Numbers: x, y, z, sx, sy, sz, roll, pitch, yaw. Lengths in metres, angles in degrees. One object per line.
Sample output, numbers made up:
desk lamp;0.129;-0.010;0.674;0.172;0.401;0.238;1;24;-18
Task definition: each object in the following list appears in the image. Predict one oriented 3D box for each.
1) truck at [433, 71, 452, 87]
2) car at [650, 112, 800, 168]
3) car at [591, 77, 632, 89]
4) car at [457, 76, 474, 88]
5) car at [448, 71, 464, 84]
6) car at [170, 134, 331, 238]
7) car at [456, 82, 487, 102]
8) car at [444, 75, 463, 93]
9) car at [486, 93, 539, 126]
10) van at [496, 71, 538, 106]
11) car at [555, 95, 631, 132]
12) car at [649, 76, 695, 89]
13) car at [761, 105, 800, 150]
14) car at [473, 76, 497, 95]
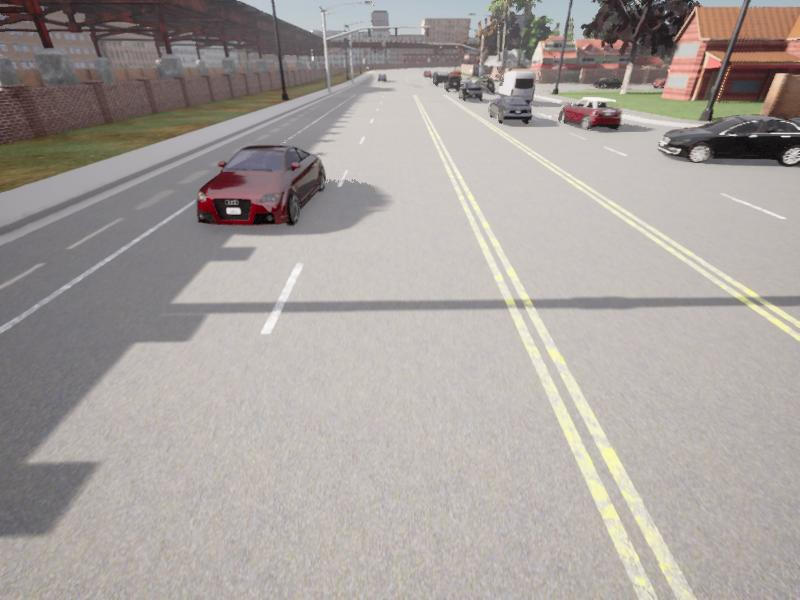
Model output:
truck;6.953;-36.584;66.234;2.390;2.098;6.274;0;30;0
car;12.164;-5.790;14.371;4.892;1.490;1.837;5;31;9
car;31.435;-32.232;59.458;4.892;1.490;1.837;-1;30;-1
car;10.456;-34.941;64.050;1.970;1.475;3.806;0;30;0
car;10.447;-41.991;75.427;2.150;2.045;5.566;0;31;0
car;-3.188;-2.946;9.646;1.994;1.385;4.181;2;30;4
car;6.973;-20.597;39.600;2.128;1.511;4.902;0;30;0
car;6.965;-28.384;52.504;1.905;1.878;3.866;0;31;0
car;6.841;-11.967;24.999;2.033;1.411;5.357;1;30;2
van;10.453;-19.212;36.222;1.988;2.561;5.915;0;30;0
car;10.684;-10.566;22.530;1.970;1.475;3.806;-4;31;-7
car;40.468;-32.407;59.625;5.027;1.651;2.152;-1;30;-1
car;18.165;-7.323;16.927;3.705;1.549;1.789;0;30;-1
car;10.465;-26.538;49.371;1.932;1.855;4.605;0;31;0
